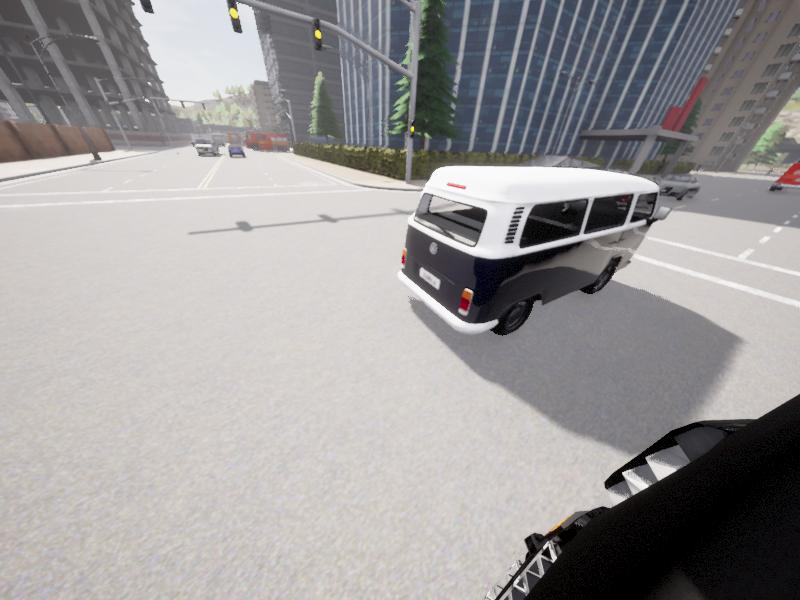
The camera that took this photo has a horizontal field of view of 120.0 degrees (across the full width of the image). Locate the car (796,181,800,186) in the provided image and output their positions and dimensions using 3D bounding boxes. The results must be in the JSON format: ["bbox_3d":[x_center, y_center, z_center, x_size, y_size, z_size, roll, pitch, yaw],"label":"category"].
[{"bbox_3d":[56.318,-16.335,31.325,5.366,1.575,1.801,-16,38,-26],"label":"car"}]

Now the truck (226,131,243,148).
[{"bbox_3d":[-47.916,-46.626,67.038,2.891,3.827,8.468,-16,38,-26],"label":"truck"}]

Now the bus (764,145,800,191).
[{"bbox_3d":[47.033,-14.857,25.980,10.273,4.253,3.944,-16,38,-26],"label":"bus"}]

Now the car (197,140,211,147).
[{"bbox_3d":[-50.604,-40.508,59.819,2.033,1.411,5.357,-16,38,-26],"label":"car"}]

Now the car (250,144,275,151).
[{"bbox_3d":[-32.381,-35.842,54.279,4.718,1.301,1.895,-17,38,-27],"label":"car"}]

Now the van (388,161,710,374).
[{"bbox_3d":[2.265,-1.053,3.869,4.480,2.038,2.069,-16,38,-26],"label":"van"}]

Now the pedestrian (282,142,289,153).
[{"bbox_3d":[-25.074,-33.396,50.609,0.751,1.860,0.751,-5,34,-12],"label":"pedestrian"}]

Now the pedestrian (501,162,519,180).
[{"bbox_3d":[9.376,-11.024,19.700,0.751,1.300,0.751,-16,38,-26],"label":"pedestrian"}]

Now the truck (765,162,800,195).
[{"bbox_3d":[38.764,-11.689,22.190,5.204,2.467,2.627,-16,38,-26],"label":"truck"}]

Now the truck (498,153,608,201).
[{"bbox_3d":[9.373,-7.616,14.170,6.274,2.098,2.390,-16,38,-26],"label":"truck"}]

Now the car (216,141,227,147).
[{"bbox_3d":[-49.501,-43.229,64.089,1.895,1.301,4.718,-16,38,-26],"label":"car"}]

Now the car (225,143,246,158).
[{"bbox_3d":[-23.042,-21.045,32.527,2.007,1.525,4.514,-15,38,-25],"label":"car"}]

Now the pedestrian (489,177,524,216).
[{"bbox_3d":[4.279,-4.210,9.365,0.751,1.300,0.751,30,42,35],"label":"pedestrian"}]

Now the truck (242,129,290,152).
[{"bbox_3d":[-29.741,-35.408,51.542,8.468,3.827,2.891,-17,38,-27],"label":"truck"}]

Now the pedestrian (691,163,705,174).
[{"bbox_3d":[59.101,-26.141,45.819,0.751,1.860,0.751,5,34,4],"label":"pedestrian"}]

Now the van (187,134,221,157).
[{"bbox_3d":[-26.924,-21.441,32.013,2.351,2.431,6.366,-16,38,-25],"label":"van"}]

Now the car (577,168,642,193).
[{"bbox_3d":[16.157,-9.284,17.788,4.674,1.442,1.812,-16,38,-26],"label":"car"}]

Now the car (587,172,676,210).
[{"bbox_3d":[12.666,-6.061,12.645,4.193,1.474,1.816,-16,38,-26],"label":"car"}]

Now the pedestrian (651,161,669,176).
[{"bbox_3d":[36.871,-18.651,32.759,0.751,1.860,0.751,-17,38,-27],"label":"pedestrian"}]

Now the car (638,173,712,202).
[{"bbox_3d":[18.712,-7.751,15.742,4.181,1.385,1.994,-17,38,-27],"label":"car"}]
